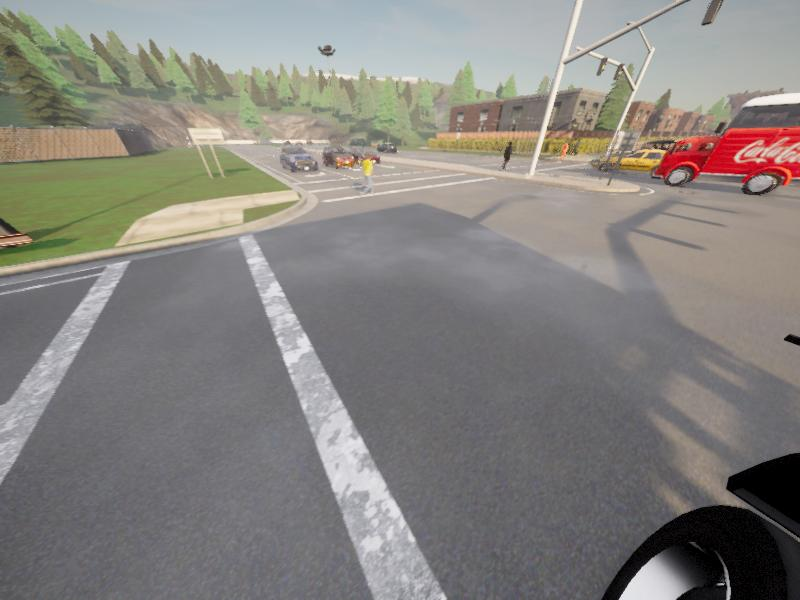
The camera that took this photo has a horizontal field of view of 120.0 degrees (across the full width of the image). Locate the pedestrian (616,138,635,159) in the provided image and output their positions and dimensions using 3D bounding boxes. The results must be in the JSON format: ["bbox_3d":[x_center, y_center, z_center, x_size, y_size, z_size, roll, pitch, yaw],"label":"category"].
[{"bbox_3d":[24.335,-16.372,24.940,0.751,1.860,0.751,25,42,31],"label":"pedestrian"}]

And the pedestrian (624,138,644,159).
[{"bbox_3d":[24.810,-16.053,24.482,0.751,1.860,0.751,29,45,35],"label":"pedestrian"}]

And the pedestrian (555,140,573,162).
[{"bbox_3d":[16.880,-15.322,23.787,0.751,1.860,0.751,-26,43,-32],"label":"pedestrian"}]

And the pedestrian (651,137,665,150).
[{"bbox_3d":[45.437,-27.654,40.716,0.751,1.860,0.751,-21,40,-26],"label":"pedestrian"}]

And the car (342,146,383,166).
[{"bbox_3d":[-3.908,-14.877,23.724,2.163,1.488,4.792,-22,40,-27],"label":"car"}]

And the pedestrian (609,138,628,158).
[{"bbox_3d":[23.967,-16.674,25.371,0.751,1.860,0.751,-29,44,-34],"label":"pedestrian"}]

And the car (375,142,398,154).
[{"bbox_3d":[-2.279,-25.494,38.745,1.970,1.475,3.806,-24,41,-29],"label":"car"}]

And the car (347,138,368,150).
[{"bbox_3d":[-9.688,-35.250,52.137,2.150,2.045,5.566,-22,41,-28],"label":"car"}]

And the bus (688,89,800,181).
[{"bbox_3d":[25.733,-11.479,16.231,10.273,4.253,3.944,-22,41,-28],"label":"bus"}]

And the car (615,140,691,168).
[{"bbox_3d":[21.675,-12.644,19.965,3.866,1.878,1.905,-4,35,-5],"label":"car"}]

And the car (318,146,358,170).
[{"bbox_3d":[-5.540,-12.720,20.575,1.851,1.617,3.988,-22,41,-27],"label":"car"}]

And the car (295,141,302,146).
[{"bbox_3d":[-35.610,-55.287,81.396,1.895,1.301,4.718,-11,37,-14],"label":"car"}]

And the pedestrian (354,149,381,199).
[{"bbox_3d":[-1.455,-5.722,10.497,0.751,1.860,0.751,-24,42,-30],"label":"pedestrian"}]

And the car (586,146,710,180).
[{"bbox_3d":[16.536,-9.529,15.870,1.801,1.575,5.366,-22,40,-27],"label":"car"}]

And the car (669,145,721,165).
[{"bbox_3d":[28.521,-14.057,22.355,4.181,1.385,1.994,-21,40,-26],"label":"car"}]

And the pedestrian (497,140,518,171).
[{"bbox_3d":[7.777,-10.482,16.755,0.751,1.860,0.751,27,44,33],"label":"pedestrian"}]

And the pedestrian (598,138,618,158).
[{"bbox_3d":[22.953,-16.759,25.500,0.751,1.860,0.751,-10,36,-13],"label":"pedestrian"}]

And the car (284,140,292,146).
[{"bbox_3d":[-38.099,-53.243,78.355,1.837,1.490,4.892,-11,37,-15],"label":"car"}]

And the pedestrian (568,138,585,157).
[{"bbox_3d":[21.340,-18.474,27.945,0.751,1.860,0.751,-21,40,-27],"label":"pedestrian"}]

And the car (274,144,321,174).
[{"bbox_3d":[-8.493,-11.701,18.997,2.097,1.767,4.553,-22,40,-27],"label":"car"}]

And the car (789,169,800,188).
[{"bbox_3d":[23.127,-6.913,12.164,4.902,1.511,2.128,-22,41,-28],"label":"car"}]

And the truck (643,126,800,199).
[{"bbox_3d":[16.123,-6.671,11.026,2.627,2.467,5.204,-21,39,-27],"label":"truck"}]
